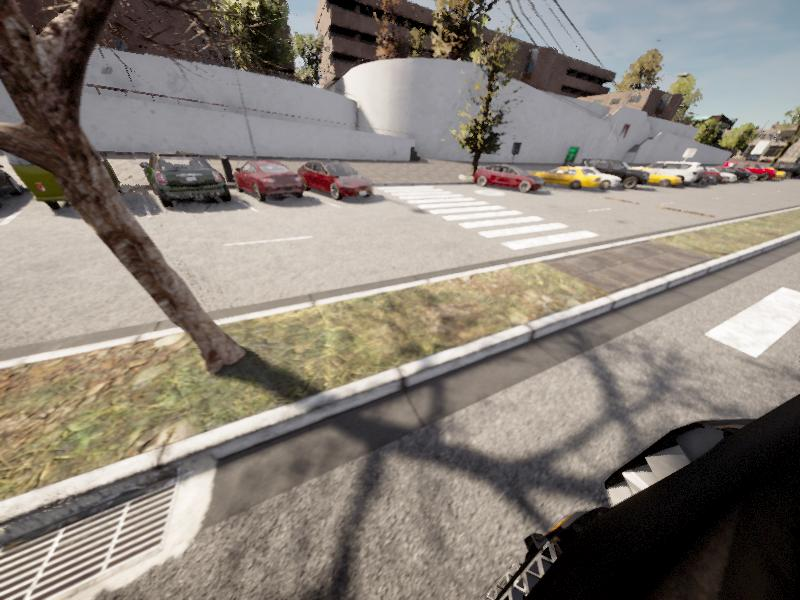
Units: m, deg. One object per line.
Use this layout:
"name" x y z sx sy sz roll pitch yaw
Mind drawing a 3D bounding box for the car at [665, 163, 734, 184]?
"car" 34.750 -14.842 27.058 2.185 1.767 4.553 -27 43 -37

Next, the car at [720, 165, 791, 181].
"car" 51.240 -18.481 33.530 1.946 1.575 5.366 -27 43 -37

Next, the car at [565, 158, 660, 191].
"car" 18.455 -11.186 20.358 2.435 2.045 5.566 -27 43 -37

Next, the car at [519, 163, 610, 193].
"car" 12.839 -9.849 18.388 1.946 1.575 5.366 -27 43 -37

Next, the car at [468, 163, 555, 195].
"car" 7.549 -8.536 16.060 2.163 1.488 4.792 -27 43 -38

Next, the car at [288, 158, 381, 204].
"car" -3.338 -6.135 11.603 2.163 1.488 4.792 -27 43 -38

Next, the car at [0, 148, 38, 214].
"car" -14.195 -3.777 7.160 2.231 1.521 4.892 -27 43 -37

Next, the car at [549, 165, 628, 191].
"car" 15.694 -10.348 19.423 2.002 1.452 4.674 -27 43 -37

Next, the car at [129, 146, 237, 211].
"car" -8.763 -5.066 9.291 2.185 1.767 4.553 -27 43 -37

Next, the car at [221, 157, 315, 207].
"car" -6.084 -5.534 10.504 2.002 1.452 4.674 -27 43 -37

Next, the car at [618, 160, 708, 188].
"car" 26.580 -13.057 23.697 2.435 2.045 5.566 -28 43 -37

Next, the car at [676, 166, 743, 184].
"car" 37.489 -15.327 28.222 2.002 1.452 4.674 -27 43 -37

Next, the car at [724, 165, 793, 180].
"car" 53.695 -19.262 34.834 1.946 1.575 5.366 -28 43 -37

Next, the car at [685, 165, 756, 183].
"car" 40.217 -15.993 29.281 2.097 1.535 5.008 -28 43 -37

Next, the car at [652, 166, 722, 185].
"car" 32.045 -14.057 26.042 2.002 1.452 4.674 -27 43 -37

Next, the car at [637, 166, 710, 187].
"car" 29.292 -13.447 24.948 2.163 1.488 4.792 -28 43 -37

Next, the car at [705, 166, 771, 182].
"car" 45.683 -17.242 31.463 2.163 1.488 4.792 -28 43 -37

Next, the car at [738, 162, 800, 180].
"car" 59.254 -20.670 36.788 2.435 2.045 5.566 -28 43 -37

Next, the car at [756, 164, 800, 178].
"car" 64.741 -21.797 39.015 2.185 1.767 4.553 -28 43 -37

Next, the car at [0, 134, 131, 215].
"car" -11.569 -4.613 8.214 1.878 1.987 4.442 -27 43 -37

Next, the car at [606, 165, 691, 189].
"car" 23.999 -12.145 22.611 1.946 1.575 5.366 -27 43 -37

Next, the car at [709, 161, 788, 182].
"car" 48.414 -18.116 32.399 2.435 2.045 5.566 -28 43 -37
